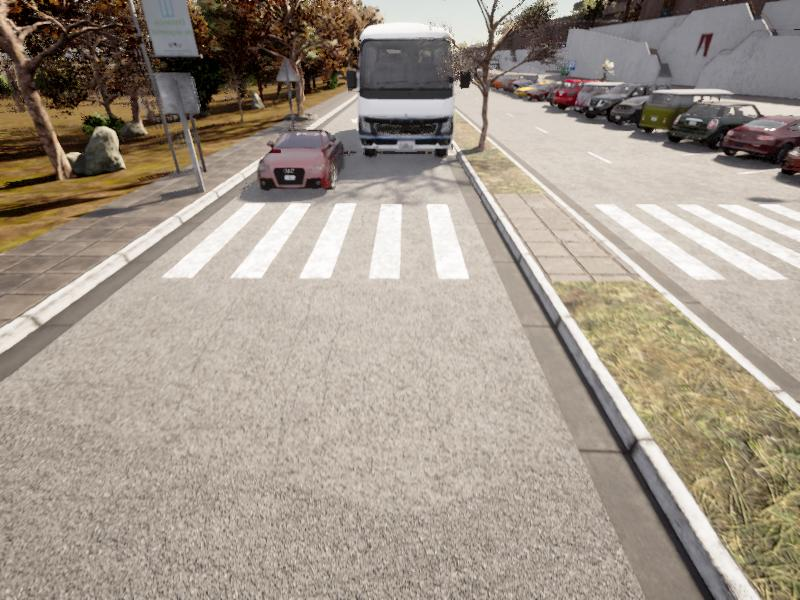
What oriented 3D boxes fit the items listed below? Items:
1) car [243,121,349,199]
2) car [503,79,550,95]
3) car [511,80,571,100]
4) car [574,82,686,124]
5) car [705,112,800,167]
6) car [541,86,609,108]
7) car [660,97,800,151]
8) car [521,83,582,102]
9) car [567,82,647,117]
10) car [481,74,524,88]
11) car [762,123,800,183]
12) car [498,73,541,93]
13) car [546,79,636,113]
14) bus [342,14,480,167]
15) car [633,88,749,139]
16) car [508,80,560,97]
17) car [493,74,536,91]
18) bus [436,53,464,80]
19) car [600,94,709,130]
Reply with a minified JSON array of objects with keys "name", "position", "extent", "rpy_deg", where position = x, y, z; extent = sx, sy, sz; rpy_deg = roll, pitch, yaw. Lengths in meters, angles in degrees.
[{"name":"car","position":[-2.814,-4.304,11.897],"extent":[1.994,1.385,4.181],"rpy_deg":[0,31,0]},{"name":"car","position":[14.333,-24.205,45.428],"extent":[4.674,1.452,2.002],"rpy_deg":[-10,32,-17]},{"name":"car","position":[14.119,-21.136,40.226],"extent":[5.366,1.575,1.946],"rpy_deg":[-10,33,-17]},{"name":"car","position":[14.132,-12.250,24.740],"extent":[5.566,2.045,2.435],"rpy_deg":[-10,32,-17]},{"name":"car","position":[14.057,-5.951,14.622],"extent":[4.674,1.452,2.002],"rpy_deg":[-10,32,-17]},{"name":"car","position":[14.219,-16.555,32.612],"extent":[4.674,1.452,2.002],"rpy_deg":[-10,32,-17]},{"name":"car","position":[14.057,-7.603,17.099],"extent":[4.553,1.767,2.185],"rpy_deg":[-10,32,-17]},{"name":"car","position":[14.241,-19.605,37.729],"extent":[4.792,1.488,2.163],"rpy_deg":[-10,33,-17]},{"name":"car","position":[14.071,-13.728,27.298],"extent":[4.442,1.987,1.878],"rpy_deg":[-10,32,-17]},{"name":"car","position":[14.256,-30.397,55.556],"extent":[5.366,1.575,1.946],"rpy_deg":[-10,33,-17]},{"name":"car","position":[14.013,-4.429,12.016],"extent":[4.792,1.488,2.163],"rpy_deg":[-10,32,-17]},{"name":"car","position":[14.256,-25.947,47.802],"extent":[4.442,1.987,1.878],"rpy_deg":[-10,33,-17]},{"name":"car","position":[14.229,-15.293,29.906],"extent":[5.566,2.045,2.435],"rpy_deg":[-10,32,-17]},{"name":"bus","position":[0.355,-8.957,16.952],"extent":[3.944,4.253,10.273],"rpy_deg":[0,31,0]},{"name":"car","position":[14.219,-9.227,19.663],"extent":[4.442,1.987,1.878],"rpy_deg":[-10,32,-17]},{"name":"car","position":[14.341,-22.680,42.877],"extent":[4.792,1.488,2.163],"rpy_deg":[-10,32,-17]},{"name":"car","position":[14.357,-27.429,50.443],"extent":[4.553,1.767,2.185],"rpy_deg":[-10,33,-17]},{"name":"bus","position":[9.438,-44.949,76.959],"extent":[3.944,4.253,10.273],"rpy_deg":[0,31,0]},{"name":"car","position":[14.125,-10.525,22.311],"extent":[4.892,1.521,2.231],"rpy_deg":[-10,32,-17]}]
